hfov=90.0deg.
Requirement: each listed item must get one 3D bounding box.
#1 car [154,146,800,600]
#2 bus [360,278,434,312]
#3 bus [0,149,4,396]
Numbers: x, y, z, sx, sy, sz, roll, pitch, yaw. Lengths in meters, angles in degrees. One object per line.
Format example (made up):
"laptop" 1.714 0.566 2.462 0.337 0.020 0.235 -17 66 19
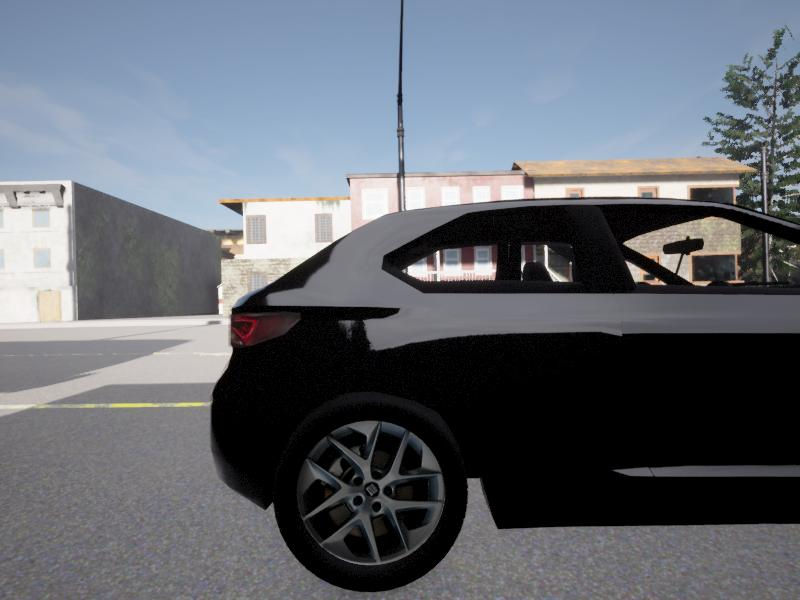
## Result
"car" 1.305 0.254 2.205 4.193 1.474 1.816 0 0 -1
"bus" -0.602 -0.527 54.478 3.944 4.253 10.273 -2 0 -44
"bus" -9.263 -1.052 2.095 10.273 4.253 3.944 -1 0 -1
